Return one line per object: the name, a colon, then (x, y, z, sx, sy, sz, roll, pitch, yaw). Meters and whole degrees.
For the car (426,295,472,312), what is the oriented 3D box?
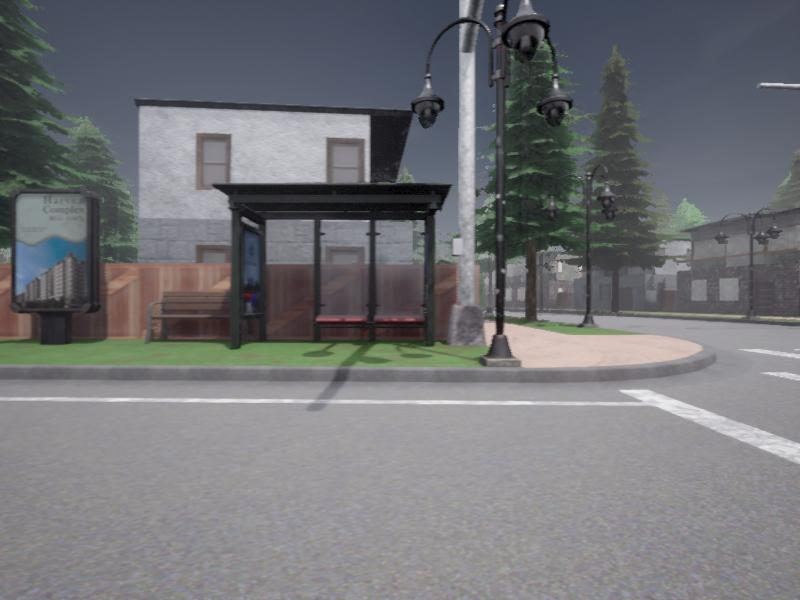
car: (4.048, 0.293, 33.892, 1.994, 1.385, 4.181, 0, 0, -23)
